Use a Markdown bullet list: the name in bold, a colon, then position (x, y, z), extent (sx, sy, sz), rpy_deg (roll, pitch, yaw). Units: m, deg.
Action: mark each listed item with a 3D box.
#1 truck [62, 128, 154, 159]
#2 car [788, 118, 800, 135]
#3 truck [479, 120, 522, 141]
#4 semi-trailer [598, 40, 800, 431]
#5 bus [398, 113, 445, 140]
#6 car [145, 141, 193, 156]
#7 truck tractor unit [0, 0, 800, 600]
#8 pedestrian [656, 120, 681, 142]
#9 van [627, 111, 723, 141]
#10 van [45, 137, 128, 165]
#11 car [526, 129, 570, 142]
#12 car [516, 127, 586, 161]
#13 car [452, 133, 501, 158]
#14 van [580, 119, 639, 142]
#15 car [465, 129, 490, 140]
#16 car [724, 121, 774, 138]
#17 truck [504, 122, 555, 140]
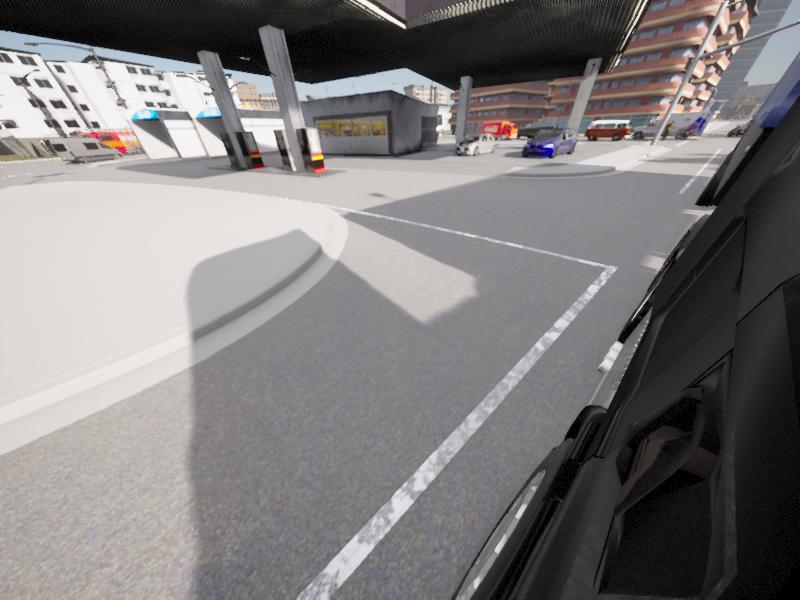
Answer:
- **truck**: position (-48.577, -26.559, 38.983), extent (2.891, 3.827, 8.468), rpy_deg (11, 39, 17)
- **car**: position (46.577, -19.762, 26.109), extent (5.238, 1.638, 1.930), rpy_deg (-28, 44, -30)
- **truck**: position (15.744, -26.666, 36.503), extent (2.627, 2.467, 5.204), rpy_deg (-29, 44, -31)
- **semi-trailer**: position (8.696, -3.593, 4.250), extent (14.254, 4.402, 2.717), rpy_deg (-28, 44, -30)
- **bus**: position (4.418, -37.911, 50.782), extent (3.944, 4.253, 10.273), rpy_deg (-29, 43, -31)
- **car**: position (-37.790, -24.926, 37.989), extent (1.930, 1.638, 5.238), rpy_deg (11, 39, 17)
- **truck tractor unit**: position (2.645, -0.295, 0.351), extent (6.516, 4.208, 3.053), rpy_deg (-28, 44, -30)
- **pedestrian**: position (28.232, -17.817, 24.342), extent (0.751, 1.860, 0.751), rpy_deg (-9, 37, -9)
- **van**: position (30.873, -19.716, 26.307), extent (2.351, 2.431, 6.366), rpy_deg (-26, 42, -28)
- **van**: position (-40.305, -19.478, 30.056), extent (1.988, 2.561, 5.915), rpy_deg (1, 37, 4)
- **car**: position (20.550, -23.038, 32.327), extent (1.895, 1.301, 4.718), rpy_deg (-29, 44, -31)
- **car**: position (10.813, -11.250, 16.531), extent (4.611, 1.667, 2.242), rpy_deg (-28, 43, -30)
- **car**: position (6.542, -13.333, 19.852), extent (3.806, 1.475, 1.970), rpy_deg (-28, 43, -30)
- **van**: position (25.041, -20.326, 27.792), extent (2.069, 2.038, 4.480), rpy_deg (-29, 44, -31)
- **car**: position (14.210, -30.497, 42.534), extent (1.845, 1.501, 3.633), rpy_deg (-29, 44, -31)
- **car**: position (39.118, -19.113, 25.901), extent (4.181, 1.385, 1.994), rpy_deg (-20, 40, -22)
- **truck**: position (20.281, -26.669, 36.553), extent (2.390, 2.098, 6.274), rpy_deg (-28, 44, -30)
